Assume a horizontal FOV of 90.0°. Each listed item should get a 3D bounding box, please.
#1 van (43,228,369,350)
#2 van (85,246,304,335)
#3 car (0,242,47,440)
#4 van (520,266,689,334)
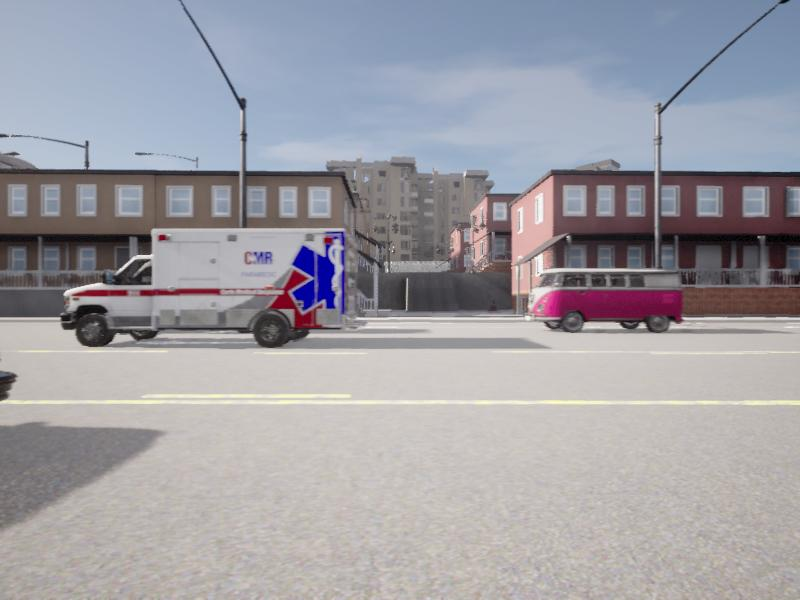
[{"bbox_3d":[-3.998,-0.223,9.212,6.366,2.431,2.351,0,0,0],"label":"van"},{"bbox_3d":[-6.263,-0.279,12.687,5.915,2.561,1.988,0,0,1],"label":"van"},{"bbox_3d":[-5.535,0.294,2.217,5.357,1.411,2.033,0,0,0],"label":"car"},{"bbox_3d":[6.281,0.001,12.679,4.442,1.987,1.775,0,0,0],"label":"van"}]
